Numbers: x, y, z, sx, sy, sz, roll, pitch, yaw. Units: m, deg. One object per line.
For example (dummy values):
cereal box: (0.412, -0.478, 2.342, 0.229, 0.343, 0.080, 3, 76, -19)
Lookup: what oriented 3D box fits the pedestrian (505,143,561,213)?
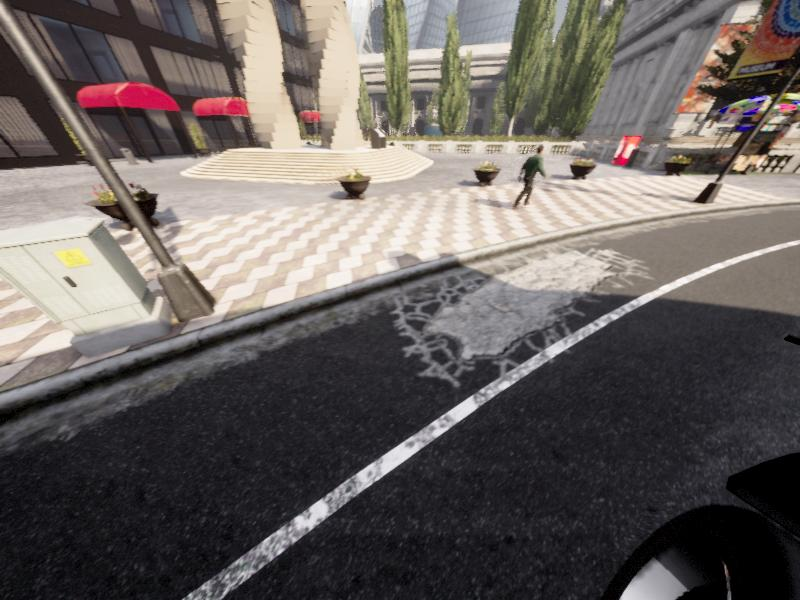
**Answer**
pedestrian: (4.146, -3.873, 7.353, 0.751, 1.860, 0.751, -10, 37, -13)
